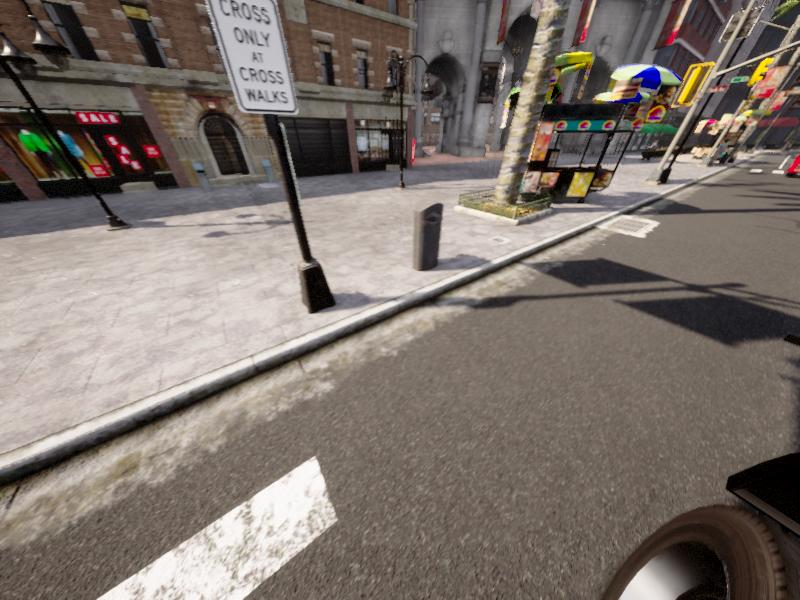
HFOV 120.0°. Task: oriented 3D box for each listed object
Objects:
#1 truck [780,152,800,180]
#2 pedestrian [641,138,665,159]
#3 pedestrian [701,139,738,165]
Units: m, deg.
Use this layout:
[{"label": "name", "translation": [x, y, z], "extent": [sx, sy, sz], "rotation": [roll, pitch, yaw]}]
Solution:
[{"label": "truck", "translation": [28.130, -9.883, 14.391], "extent": [8.468, 3.827, 2.891], "rotation": [-22, 41, -28]}, {"label": "pedestrian", "translation": [27.836, -16.679, 25.436], "extent": [0.751, 1.860, 0.751], "rotation": [3, 35, 5]}, {"label": "pedestrian", "translation": [26.858, -12.455, 19.447], "extent": [0.751, 1.860, 0.751], "rotation": [-2, 35, -2]}]
